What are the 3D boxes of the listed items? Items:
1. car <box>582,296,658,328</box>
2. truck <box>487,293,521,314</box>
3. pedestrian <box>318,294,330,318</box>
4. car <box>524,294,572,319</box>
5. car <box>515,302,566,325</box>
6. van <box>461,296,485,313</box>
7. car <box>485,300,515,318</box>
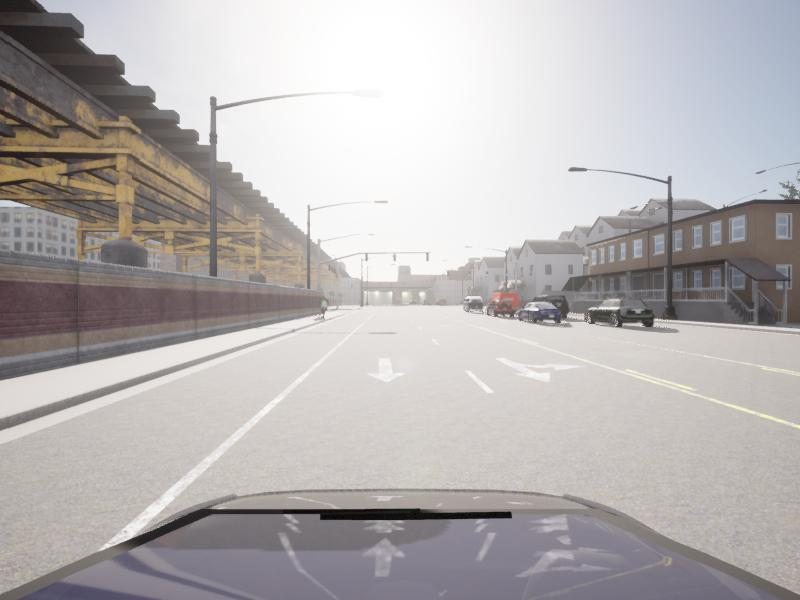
[{"bbox_3d":[13.335,0.690,24.611,2.097,1.767,4.553,0,0,-1],"label":"car"},{"bbox_3d":[12.678,0.363,49.197,2.627,2.467,5.204,0,0,-1],"label":"truck"},{"bbox_3d":[-6.001,0.485,31.523,0.751,1.860,0.751,0,0,2],"label":"pedestrian"},{"bbox_3d":[13.040,0.566,35.752,2.150,2.045,5.566,0,0,-1],"label":"car"},{"bbox_3d":[9.740,0.869,28.135,1.812,1.442,4.674,0,0,-1],"label":"car"},{"bbox_3d":[9.168,0.576,50.408,2.069,2.038,4.480,0,1,-2],"label":"van"},{"bbox_3d":[9.485,0.788,38.273,1.851,1.617,3.988,0,0,-1],"label":"car"}]
